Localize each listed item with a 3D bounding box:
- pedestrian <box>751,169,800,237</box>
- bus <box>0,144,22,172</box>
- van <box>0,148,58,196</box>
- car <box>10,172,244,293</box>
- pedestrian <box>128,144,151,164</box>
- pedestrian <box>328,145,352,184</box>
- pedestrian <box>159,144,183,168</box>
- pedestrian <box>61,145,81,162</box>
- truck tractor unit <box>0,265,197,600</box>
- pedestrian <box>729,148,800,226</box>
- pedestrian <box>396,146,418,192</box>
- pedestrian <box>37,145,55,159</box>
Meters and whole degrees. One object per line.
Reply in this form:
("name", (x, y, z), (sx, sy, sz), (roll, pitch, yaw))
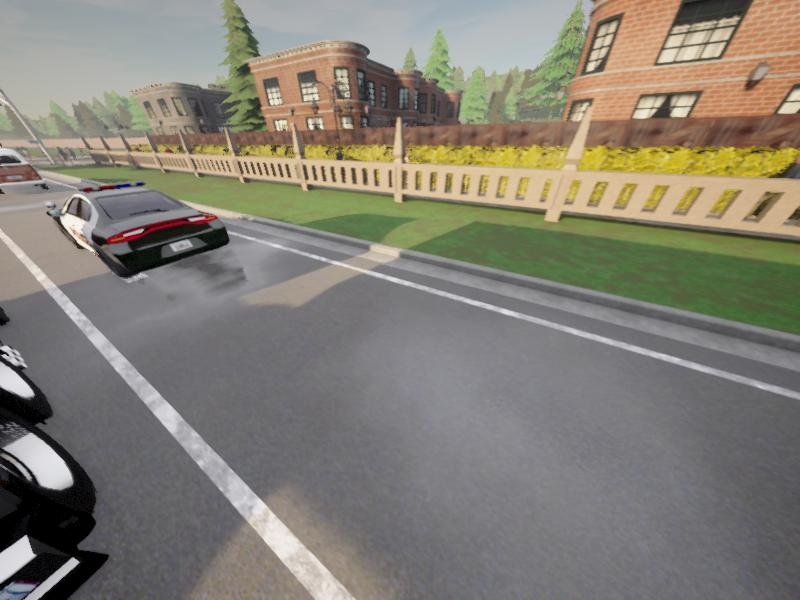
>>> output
("pedestrian", (10.223, -2.593, 5.690), (0.751, 1.860, 0.751), (18, 39, 24))
("bus", (-39.907, -14.010, 20.854), (10.273, 4.253, 3.944), (18, 39, 27))
("van", (-22.232, -7.304, 12.972), (4.480, 2.038, 2.069), (18, 39, 25))
("car", (-6.534, -1.968, 5.579), (4.974, 1.542, 2.038), (18, 39, 24))
("pedestrian", (-29.130, -16.312, 25.852), (0.751, 1.860, 0.751), (19, 39, 25))
("pedestrian", (-3.424, -7.826, 13.366), (0.751, 1.860, 0.751), (17, 39, 24))
("pedestrian", (-21.959, -13.810, 22.174), (0.751, 1.860, 0.751), (20, 40, 26))
("pedestrian", (-46.093, -20.545, 32.397), (0.751, 1.860, 0.751), (18, 39, 24))
("truck tractor unit", (-5.119, -0.290, 0.781), (6.516, 4.208, 3.053), (18, 39, 24))
("pedestrian", (10.777, -3.170, 6.514), (0.751, 1.860, 0.751), (18, 39, 24))
("pedestrian", (0.339, -6.312, 11.148), (0.751, 1.860, 0.751), (15, 38, 21))
("pedestrian", (-56.467, -23.538, 36.824), (0.751, 1.860, 0.751), (21, 40, 28))
